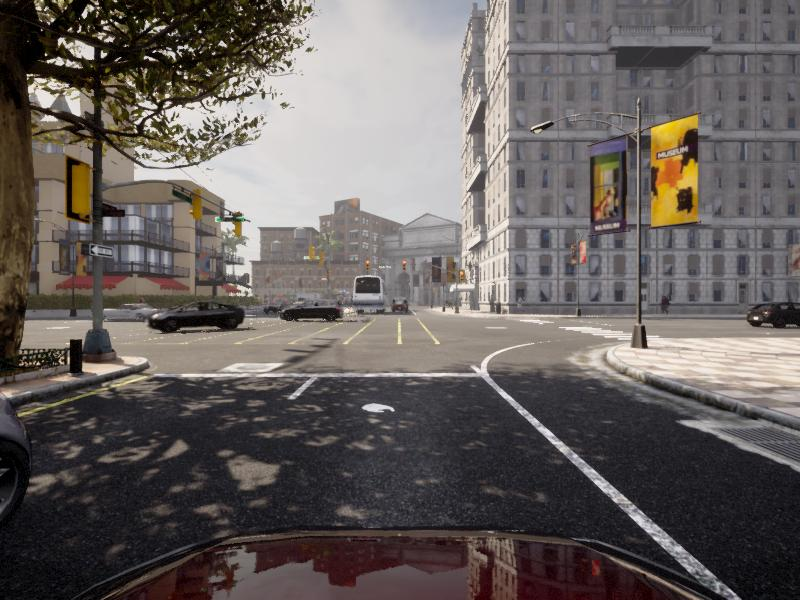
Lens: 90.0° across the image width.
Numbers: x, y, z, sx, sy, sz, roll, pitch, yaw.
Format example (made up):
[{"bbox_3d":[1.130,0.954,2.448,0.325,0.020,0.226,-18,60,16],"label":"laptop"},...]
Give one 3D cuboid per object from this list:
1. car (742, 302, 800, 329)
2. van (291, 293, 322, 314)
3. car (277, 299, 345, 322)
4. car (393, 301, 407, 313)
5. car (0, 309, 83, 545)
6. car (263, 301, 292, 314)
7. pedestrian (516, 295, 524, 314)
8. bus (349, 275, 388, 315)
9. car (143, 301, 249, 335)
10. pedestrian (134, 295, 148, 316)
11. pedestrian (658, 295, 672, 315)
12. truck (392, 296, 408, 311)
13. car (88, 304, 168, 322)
[{"bbox_3d":[22.546,0.851,23.029,4.193,1.474,1.816,0,0,0],"label":"car"},{"bbox_3d":[-11.502,0.371,49.802,2.351,2.431,6.366,0,0,0],"label":"van"},{"bbox_3d":[-6.515,0.753,29.849,4.611,1.667,2.242,0,0,-1],"label":"car"},{"bbox_3d":[-0.022,0.862,52.172,1.812,1.442,4.674,0,0,0],"label":"car"},{"bbox_3d":[-3.492,0.826,1.425,1.845,1.501,3.633,0,0,0],"label":"car"},{"bbox_3d":[-15.001,0.888,49.342,2.033,1.411,5.357,0,0,0],"label":"car"},{"bbox_3d":[11.991,0.479,39.910,0.751,1.860,0.751,0,0,14],"label":"pedestrian"},{"bbox_3d":[-3.622,-0.541,48.601,3.944,4.253,10.273,0,0,0],"label":"bus"},{"bbox_3d":[-10.432,0.825,20.600,4.514,1.525,2.007,0,0,-41],"label":"car"},{"bbox_3d":[-23.434,0.480,36.264,0.751,1.860,0.751,0,0,12],"label":"pedestrian"},{"bbox_3d":[24.551,0.480,37.095,0.751,1.860,0.751,0,0,-5],"label":"pedestrian"},{"bbox_3d":[0.000,0.534,59.649,2.390,2.098,6.274,0,0,0],"label":"truck"},{"bbox_3d":[-20.152,0.940,29.779,4.718,1.301,1.895,0,0,0],"label":"car"}]
